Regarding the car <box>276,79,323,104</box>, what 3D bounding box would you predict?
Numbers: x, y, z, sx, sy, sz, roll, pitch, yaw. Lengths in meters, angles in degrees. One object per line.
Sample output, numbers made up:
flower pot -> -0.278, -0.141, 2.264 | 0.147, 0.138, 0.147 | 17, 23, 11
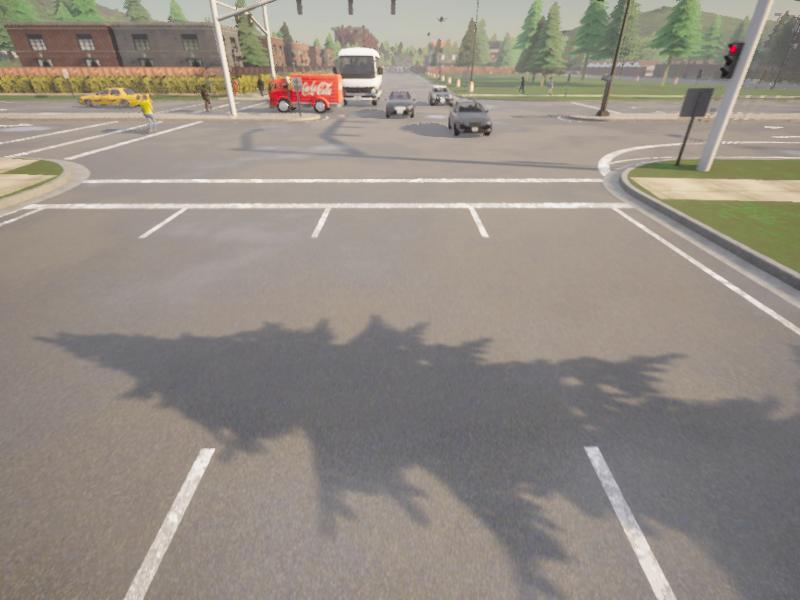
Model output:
car -> -9.434, -19.771, 37.803 | 1.905, 1.878, 3.866 | 20, 36, 30

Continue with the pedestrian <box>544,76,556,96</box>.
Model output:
pedestrian -> 16.047, -22.874, 42.773 | 0.751, 1.860, 0.751 | 2, 30, 3

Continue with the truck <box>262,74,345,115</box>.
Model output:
truck -> -6.881, -15.042, 29.180 | 5.204, 2.467, 2.627 | 1, 30, 0

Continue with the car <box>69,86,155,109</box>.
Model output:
car -> -23.311, -16.521, 32.569 | 5.366, 1.575, 1.801 | 0, 30, 0

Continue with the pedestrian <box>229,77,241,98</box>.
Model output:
pedestrian -> -16.823, -21.781, 40.909 | 0.751, 1.860, 0.751 | -8, 31, -14

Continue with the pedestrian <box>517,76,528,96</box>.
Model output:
pedestrian -> 13.288, -23.202, 43.331 | 0.751, 1.860, 0.751 | 4, 31, 6

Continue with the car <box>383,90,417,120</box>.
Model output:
car -> -0.003, -13.309, 27.163 | 2.128, 1.511, 4.902 | 0, 30, 0

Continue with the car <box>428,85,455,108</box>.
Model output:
car -> 3.496, -17.503, 34.345 | 1.970, 1.475, 3.806 | 0, 30, 0

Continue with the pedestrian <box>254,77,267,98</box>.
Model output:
pedestrian -> -13.737, -20.961, 39.450 | 0.751, 1.860, 0.751 | -2, 30, -4

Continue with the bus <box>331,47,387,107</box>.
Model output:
bus -> -3.387, -20.425, 36.590 | 3.944, 4.253, 10.273 | 0, 30, 0

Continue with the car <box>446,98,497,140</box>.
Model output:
car -> 3.498, -9.270, 20.315 | 1.816, 1.474, 4.193 | 0, 30, 0

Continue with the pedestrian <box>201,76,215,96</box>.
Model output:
pedestrian -> -20.696, -23.142, 43.228 | 0.751, 1.860, 0.751 | 1, 30, 2

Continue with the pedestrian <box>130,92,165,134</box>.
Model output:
pedestrian -> -12.611, -9.360, 20.039 | 0.751, 1.860, 0.751 | -1, 30, -2

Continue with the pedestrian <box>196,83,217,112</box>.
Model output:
pedestrian -> -14.179, -14.812, 29.332 | 0.751, 1.860, 0.751 | -1, 30, -1
